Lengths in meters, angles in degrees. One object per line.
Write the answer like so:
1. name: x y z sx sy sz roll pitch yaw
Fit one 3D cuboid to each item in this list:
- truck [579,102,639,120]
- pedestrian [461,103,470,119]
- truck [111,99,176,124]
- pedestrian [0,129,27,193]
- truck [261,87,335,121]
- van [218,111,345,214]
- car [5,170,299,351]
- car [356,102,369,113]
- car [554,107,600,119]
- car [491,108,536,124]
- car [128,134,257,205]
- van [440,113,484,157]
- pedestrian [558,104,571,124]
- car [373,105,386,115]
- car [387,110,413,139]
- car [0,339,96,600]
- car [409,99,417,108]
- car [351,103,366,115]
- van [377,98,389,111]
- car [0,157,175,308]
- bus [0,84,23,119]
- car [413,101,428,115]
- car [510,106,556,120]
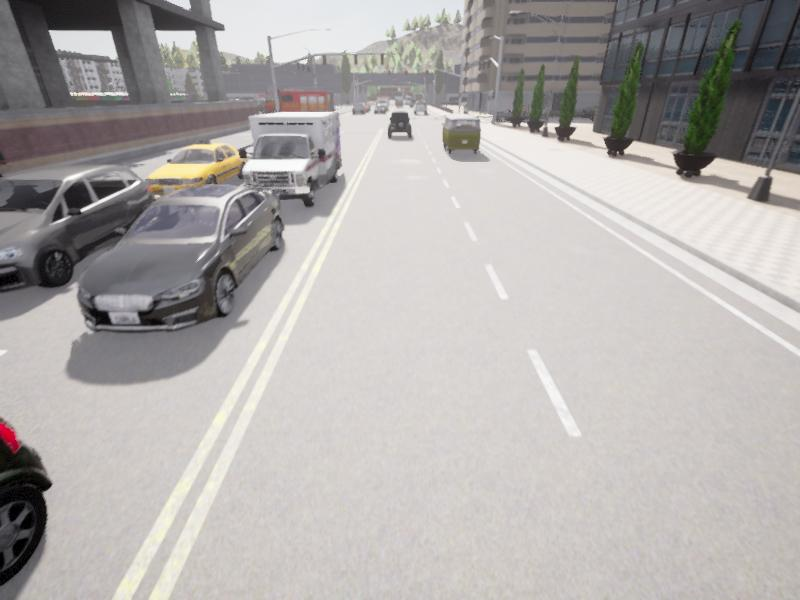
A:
1. truck: 27.256 -24.756 52.359 6.274 2.098 2.390 0 27 0
2. pedestrian: 8.976 -25.796 54.630 0.751 1.860 0.751 -12 30 -22
3. truck: -29.160 -21.489 45.637 5.204 2.467 2.627 0 27 0
4. pedestrian: -13.150 -4.486 12.939 0.751 1.860 0.751 0 27 -1
5. truck: -12.957 -25.217 51.426 8.468 3.827 2.891 5 28 10
6. van: -3.507 -5.003 13.703 2.351 2.431 6.366 0 27 0
7. car: -3.502 -1.120 7.150 2.128 1.511 4.902 0 27 0
8. car: -7.025 -36.232 75.179 2.097 1.767 4.553 0 27 0
9. car: 24.522 -26.055 55.654 5.357 1.411 2.033 0 27 0
10. car: 13.030 -21.222 46.120 4.514 1.525 2.007 -2 27 -4
11. car: -7.006 -4.870 14.373 1.801 1.575 5.366 0 27 0
12. van: 3.492 -9.736 23.391 1.775 1.987 4.442 0 27 0
13. pedestrian: 17.473 -19.753 42.505 0.751 1.860 0.751 -6 28 -11
14. car: -3.523 -33.196 69.701 1.970 1.475 3.806 0 27 0
15. car: -0.010 -13.954 31.707 1.905 1.878 3.866 0 27 0
16. car: -3.501 1.798 1.424 1.789 1.549 3.705 0 27 0
17. car: 3.467 -51.246 104.299 1.905 1.878 3.866 0 27 0
18. car: -7.022 -32.592 68.249 2.033 1.649 4.856 0 27 0
19. van: -3.530 -40.950 83.647 2.351 2.431 6.366 0 27 0
20. car: -7.004 -1.674 8.055 2.242 1.667 4.611 0 27 0
21. bus: -58.982 -26.969 54.365 10.273 4.253 3.944 0 27 0
22. car: 3.477 -32.829 68.273 2.150 2.045 5.566 0 27 0
23. car: 17.425 -24.560 52.486 5.238 1.638 1.930 0 27 0
